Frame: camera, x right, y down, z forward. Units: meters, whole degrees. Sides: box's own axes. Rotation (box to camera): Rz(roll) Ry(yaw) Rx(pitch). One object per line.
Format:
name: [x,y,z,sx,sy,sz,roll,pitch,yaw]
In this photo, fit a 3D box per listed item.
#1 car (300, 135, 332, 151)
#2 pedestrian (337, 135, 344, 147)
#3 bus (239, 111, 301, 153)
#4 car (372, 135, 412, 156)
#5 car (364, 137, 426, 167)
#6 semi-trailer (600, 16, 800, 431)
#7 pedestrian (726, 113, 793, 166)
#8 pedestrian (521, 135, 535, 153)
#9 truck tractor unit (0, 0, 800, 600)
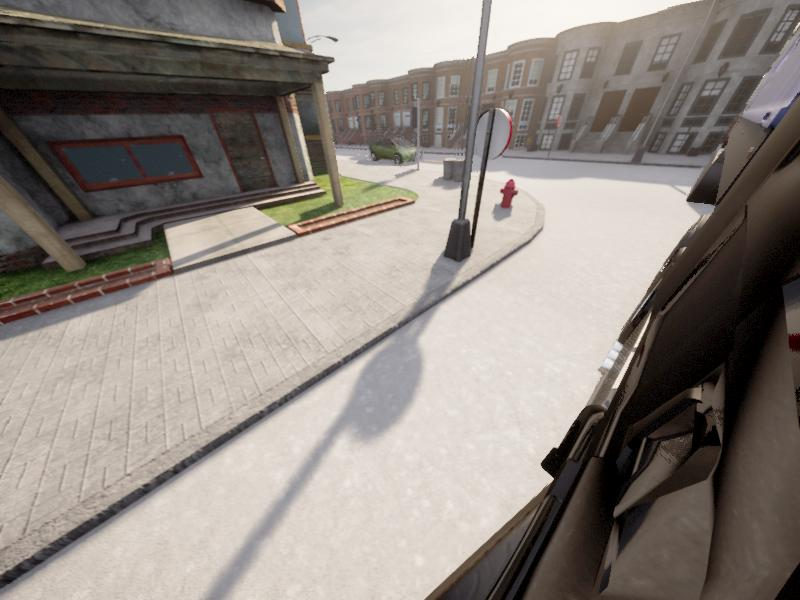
car: [-11.684,-21.860,32.070,1.801,1.575,5.366,-29,44,-31]
pedestrian: [-8.546,-22.822,33.163,0.751,1.300,0.751,-4,37,-2]
bus: [-18.827,-24.032,33.193,3.944,4.253,10.273,-30,44,-31]
car: [-0.805,-14.796,22.049,1.845,1.501,3.633,-29,45,-31]
car: [-0.425,-10.973,16.956,2.007,1.525,4.514,-30,45,-31]
semi-trailer: [8.572,-3.699,4.332,14.254,4.402,2.717,-30,45,-31]
pedestrian: [16.087,-7.200,10.400,0.751,1.860,0.751,-23,42,-25]
pedestrian: [9.988,-12.171,18.014,0.500,1.100,0.500,-24,42,-26]
truck tractor unit: [2.645,-0.295,0.352,6.516,4.208,3.053,-28,44,-30]
